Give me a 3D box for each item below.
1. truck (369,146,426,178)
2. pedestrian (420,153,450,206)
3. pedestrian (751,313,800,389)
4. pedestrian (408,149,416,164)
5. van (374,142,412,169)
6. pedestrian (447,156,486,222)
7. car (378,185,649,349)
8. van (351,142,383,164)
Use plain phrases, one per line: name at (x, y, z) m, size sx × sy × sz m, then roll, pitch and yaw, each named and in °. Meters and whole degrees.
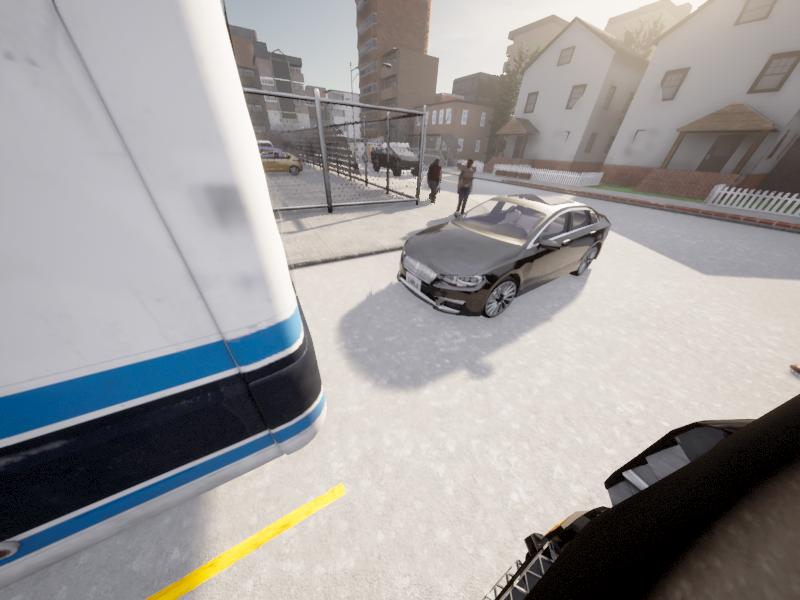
truck at (-0.465, -12.822, 21.299) m, size 2.390 × 2.098 × 6.274 m, roll -16°, pitch 38°, yaw -25°
pedestrian at (1.443, -5.110, 9.824) m, size 0.751 × 1.860 × 0.751 m, roll -19°, pitch 40°, yaw -30°
pedestrian at (5.128, 0.211, 2.284) m, size 0.751 × 1.860 × 0.751 m, roll 11°, pitch 34°, yaw 12°
pedestrian at (1.706, -20.543, 33.065) m, size 0.751 × 1.860 × 0.751 m, roll -10°, pitch 36°, yaw -18°
van at (-1.015, -18.110, 28.816) m, size 1.988 × 2.561 × 5.915 m, roll -16°, pitch 38°, yaw -26°
pedestrian at (2.166, -3.677, 7.723) m, size 0.751 × 1.860 × 0.751 m, roll 1°, pitch 34°, yaw -2°
car at (2.250, -1.179, 4.517) m, size 4.902 × 1.511 × 2.128 m, roll -18°, pitch 39°, yaw -29°
van at (-5.047, -22.182, 34.737) m, size 2.351 × 2.431 × 6.366 m, roll -16°, pitch 38°, yaw -26°
